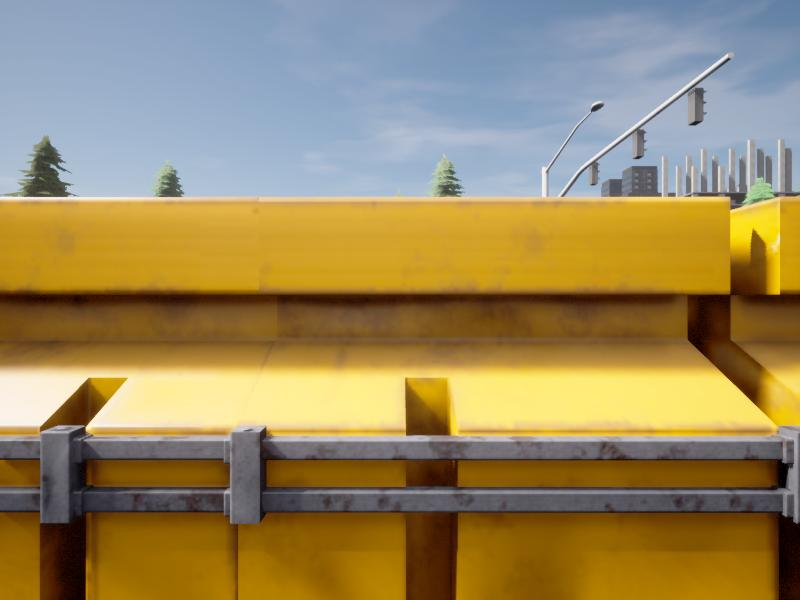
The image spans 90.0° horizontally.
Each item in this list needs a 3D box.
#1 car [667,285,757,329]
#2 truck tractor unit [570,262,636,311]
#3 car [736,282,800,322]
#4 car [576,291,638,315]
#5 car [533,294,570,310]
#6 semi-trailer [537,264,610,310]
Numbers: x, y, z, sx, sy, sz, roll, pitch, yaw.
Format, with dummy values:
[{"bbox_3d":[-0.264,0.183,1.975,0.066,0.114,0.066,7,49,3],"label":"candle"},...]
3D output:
[{"bbox_3d":[12.674,0.233,16.633,2.128,1.511,4.902,0,0,28],"label":"car"},{"bbox_3d":[18.747,-1.127,37.505,3.053,4.208,6.516,0,0,2],"label":"truck tractor unit"},{"bbox_3d":[18.616,0.090,18.488,2.097,1.767,4.553,0,0,-5],"label":"car"},{"bbox_3d":[14.986,0.169,29.350,1.930,1.638,5.238,0,0,2],"label":"car"},{"bbox_3d":[15.347,0.221,40.927,2.038,1.542,4.974,0,0,2],"label":"car"},{"bbox_3d":[19.051,-1.222,45.410,2.717,4.402,14.254,0,0,2],"label":"semi-trailer"}]
